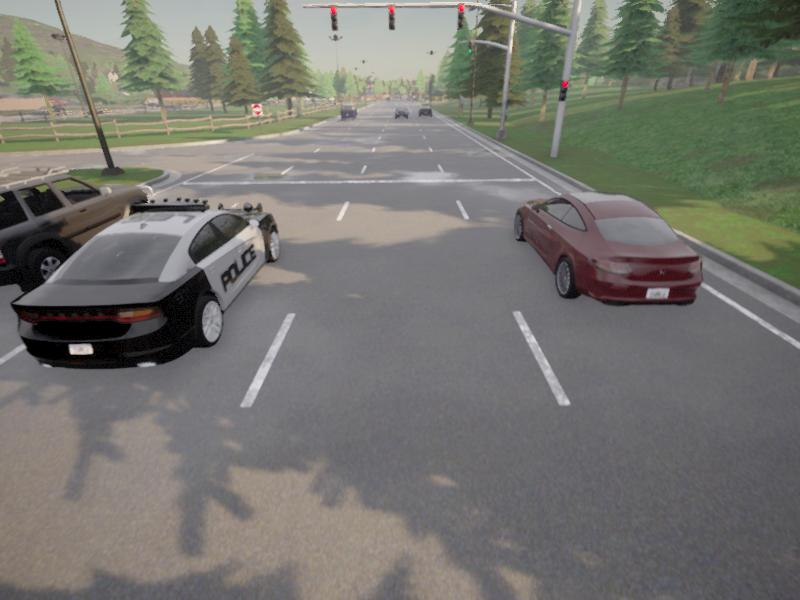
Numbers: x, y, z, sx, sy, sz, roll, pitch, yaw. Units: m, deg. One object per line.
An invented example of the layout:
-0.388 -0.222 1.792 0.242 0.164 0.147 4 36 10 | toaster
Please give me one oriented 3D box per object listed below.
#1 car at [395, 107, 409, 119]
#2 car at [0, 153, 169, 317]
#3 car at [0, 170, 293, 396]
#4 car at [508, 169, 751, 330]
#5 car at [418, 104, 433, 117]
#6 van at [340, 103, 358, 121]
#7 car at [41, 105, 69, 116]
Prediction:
0.243 -26.859 57.411 1.895 1.301 4.718 -1 27 0 | car
-6.946 -1.607 7.878 1.932 1.855 4.605 0 27 1 | car
-3.450 -0.831 6.541 1.930 1.638 5.238 0 27 1 | car
3.555 -1.290 7.472 1.812 1.442 4.674 0 27 1 | car
3.750 -28.435 60.008 1.930 1.638 5.238 -1 27 0 | car
-6.776 -25.139 53.484 1.775 1.987 4.442 0 27 0 | van
-67.734 -37.209 78.612 1.905 1.878 3.866 -1 27 0 | car
